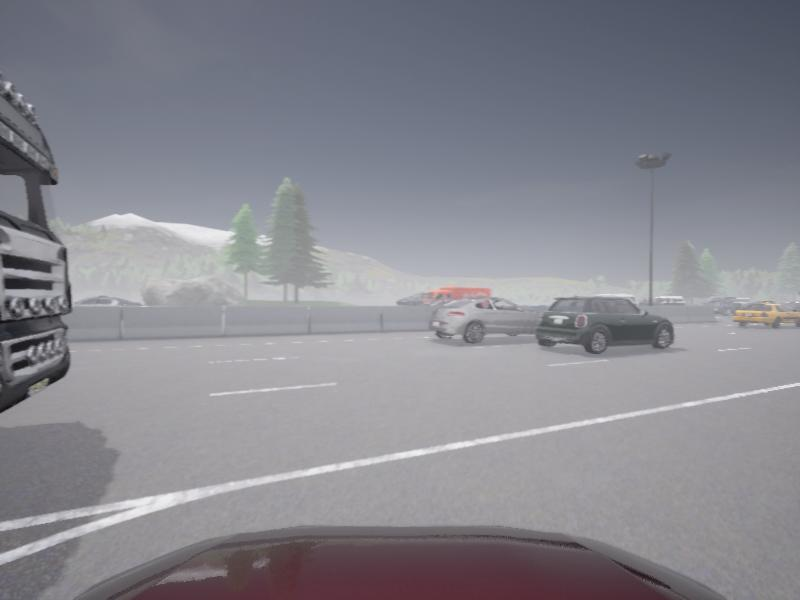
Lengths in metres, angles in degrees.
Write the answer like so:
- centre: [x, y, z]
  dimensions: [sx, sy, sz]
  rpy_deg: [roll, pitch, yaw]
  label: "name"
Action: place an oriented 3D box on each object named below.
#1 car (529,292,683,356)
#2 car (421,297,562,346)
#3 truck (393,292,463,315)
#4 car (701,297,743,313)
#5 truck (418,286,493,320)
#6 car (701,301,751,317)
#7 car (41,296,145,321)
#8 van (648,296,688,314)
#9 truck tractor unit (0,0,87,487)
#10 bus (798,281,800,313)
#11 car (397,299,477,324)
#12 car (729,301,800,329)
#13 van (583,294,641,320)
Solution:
- centre: [6.702, 0.679, 13.024]
  dimensions: [4.553, 1.767, 2.097]
  rpy_deg: [0, 0, -25]
  label: "car"
- centre: [3.536, 0.724, 15.397]
  dimensions: [5.027, 1.651, 2.152]
  rpy_deg: [0, 0, -25]
  label: "car"
- centre: [2.719, 0.344, 38.252]
  dimensions: [6.274, 2.098, 2.390]
  rpy_deg: [0, 0, -25]
  label: "truck"
- centre: [43.148, 0.642, 53.581]
  dimensions: [5.566, 2.045, 2.150]
  rpy_deg: [0, 0, -25]
  label: "car"
- centre: [4.349, 0.214, 31.299]
  dimensions: [5.204, 2.467, 2.627]
  rpy_deg: [0, 0, -26]
  label: "truck"
- centre: [33.751, 0.895, 41.371]
  dimensions: [4.902, 1.511, 2.128]
  rpy_deg: [0, 0, -25]
  label: "car"
- centre: [-19.771, 0.497, 26.053]
  dimensions: [4.974, 1.542, 2.038]
  rpy_deg: [0, 1, -15]
  label: "car"
- centre: [32.486, 0.577, 48.516]
  dimensions: [4.480, 2.038, 2.069]
  rpy_deg: [0, 0, -25]
  label: "van"
- centre: [-6.644, -0.600, 2.790]
  dimensions: [6.516, 4.208, 3.053]
  rpy_deg: [0, 1, -25]
  label: "truck tractor unit"
- centre: [57.192, -0.337, 52.357]
  dimensions: [10.273, 4.253, 3.944]
  rpy_deg: [0, 0, -25]
  label: "bus"
- centre: [2.474, 0.704, 26.514]
  dimensions: [4.902, 1.511, 2.128]
  rpy_deg: [0, 0, -25]
  label: "car"
- centre: [22.695, 0.861, 24.495]
  dimensions: [5.366, 1.575, 1.801]
  rpy_deg: [0, 0, -25]
  label: "car"
- centre: [17.928, 0.531, 33.856]
  dimensions: [4.480, 2.038, 2.069]
  rpy_deg: [0, 1, -25]
  label: "van"
